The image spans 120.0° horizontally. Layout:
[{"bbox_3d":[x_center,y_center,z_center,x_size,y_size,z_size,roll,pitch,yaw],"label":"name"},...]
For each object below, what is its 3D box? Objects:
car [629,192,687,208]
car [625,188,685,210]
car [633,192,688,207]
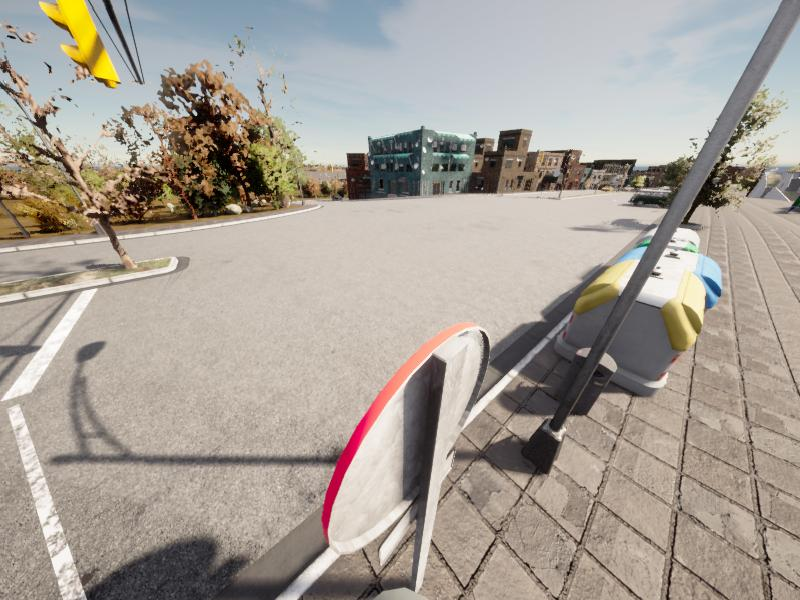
[{"bbox_3d":[34.472,-13.468,31.109,4.674,1.452,2.002,17,32,25],"label":"car"},{"bbox_3d":[32.099,-12.864,29.311,4.442,1.987,1.878,17,33,25],"label":"car"},{"bbox_3d":[36.754,-14.328,32.812,4.674,1.452,2.002,17,33,25],"label":"car"}]
